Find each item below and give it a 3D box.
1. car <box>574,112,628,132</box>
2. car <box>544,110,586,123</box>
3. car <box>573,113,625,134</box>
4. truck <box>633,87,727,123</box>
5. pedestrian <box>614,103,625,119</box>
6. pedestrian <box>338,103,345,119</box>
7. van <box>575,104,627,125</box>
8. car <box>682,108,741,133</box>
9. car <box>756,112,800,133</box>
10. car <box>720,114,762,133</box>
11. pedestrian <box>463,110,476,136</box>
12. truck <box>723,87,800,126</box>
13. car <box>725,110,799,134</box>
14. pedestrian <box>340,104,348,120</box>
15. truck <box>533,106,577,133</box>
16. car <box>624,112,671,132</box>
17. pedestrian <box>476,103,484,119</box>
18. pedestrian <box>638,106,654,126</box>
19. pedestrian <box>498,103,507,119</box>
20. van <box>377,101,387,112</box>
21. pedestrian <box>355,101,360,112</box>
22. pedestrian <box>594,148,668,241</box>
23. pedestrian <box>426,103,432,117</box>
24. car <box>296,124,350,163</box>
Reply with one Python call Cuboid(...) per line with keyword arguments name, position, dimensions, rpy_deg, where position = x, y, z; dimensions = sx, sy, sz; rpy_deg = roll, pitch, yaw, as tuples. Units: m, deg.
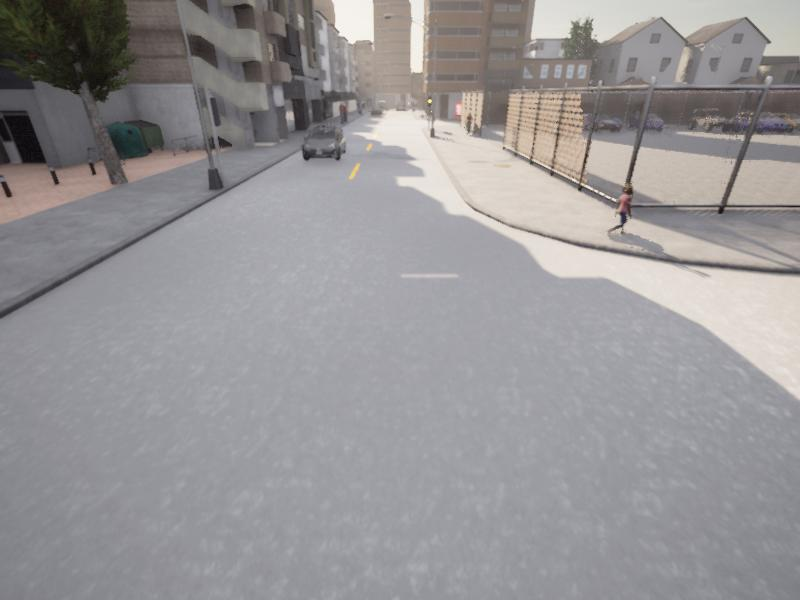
Cuboid(name="car", position=(18.149, -16.133, 36.219), dimensions=(3.705, 1.547, 1.789), rpy_deg=(0, 27, 0))
Cuboid(name="car", position=(20.226, -22.656, 49.275), dimensions=(4.181, 1.385, 1.994), rpy_deg=(0, 27, 0))
Cuboid(name="car", position=(17.922, -16.142, 36.394), dimensions=(2.033, 1.415, 5.357), rpy_deg=(0, 27, 0))
Cuboid(name="truck", position=(33.868, -23.722, 48.705), dimensions=(8.468, 3.827, 2.891), rpy_deg=(0, 27, 0))
Cuboid(name="pedestrian", position=(29.738, -25.619, 54.244), dimensions=(0.751, 1.860, 0.751), rpy_deg=(5, 28, 10))
Cuboid(name="pedestrian", position=(-7.802, -25.321, 53.582), dimensions=(0.751, 1.860, 0.751), rpy_deg=(0, 27, -1))
Cuboid(name="van", position=(22.796, -21.117, 45.556), dimensions=(4.480, 2.038, 2.069), rpy_deg=(0, 27, 0))
Cuboid(name="car", position=(27.718, -16.096, 35.817), dimensions=(1.905, 1.878, 3.866), rpy_deg=(0, 27, 0))
Cuboid(name="car", position=(35.181, -16.149, 36.317), dimensions=(1.816, 1.474, 4.193), rpy_deg=(0, 27, 0))
Cuboid(name="car", position=(29.877, -15.511, 35.141), dimensions=(1.481, 1.379, 2.207), rpy_deg=(0, 27, 0))
Cuboid(name="pedestrian", position=(5.354, -13.738, 31.066), dimensions=(0.751, 1.860, 0.751), rpy_deg=(0, 27, 0))
Cuboid(name="truck", position=(42.373, -21.870, 45.117), dimensions=(8.468, 3.827, 2.891), rpy_deg=(0, 27, 0))
Cuboid(name="car", position=(32.008, -15.879, 35.634), dimensions=(2.242, 1.667, 4.611), rpy_deg=(0, 27, 0))
Cuboid(name="pedestrian", position=(-7.144, -24.163, 51.330), dimensions=(0.751, 1.860, 0.751), rpy_deg=(2, 27, 3))
Cuboid(name="truck", position=(13.963, -16.502, 36.403), dimensions=(2.069, 2.038, 4.478), rpy_deg=(0, 27, 0))
Cuboid(name="car", position=(22.602, -16.377, 36.727), dimensions=(1.845, 1.501, 3.633), rpy_deg=(0, 27, 0))
Cuboid(name="pedestrian", position=(10.620, -24.972, 52.924), dimensions=(0.751, 1.860, 0.751), rpy_deg=(-2, 27, -4))
Cuboid(name="pedestrian", position=(25.898, -19.390, 42.110), dimensions=(0.751, 1.860, 0.751), rpy_deg=(-3, 27, -6))
Cuboid(name="pedestrian", position=(13.687, -25.294, 53.559), dimensions=(0.751, 1.860, 0.751), rpy_deg=(-5, 28, -10))
Cuboid(name="van", position=(-3.843, -41.948, 86.528), dimensions=(2.069, 2.038, 4.480), rpy_deg=(0, 27, 0))
Cuboid(name="pedestrian", position=(-8.046, -36.472, 75.288), dimensions=(0.751, 1.860, 0.751), rpy_deg=(0, 27, 1))
Cuboid(name="pedestrian", position=(5.029, -2.328, 8.834), dimensions=(0.751, 1.860, 0.751), rpy_deg=(-1, 27, -1))
Cuboid(name="pedestrian", position=(4.101, -27.128, 57.107), dimensions=(0.751, 1.860, 0.751), rpy_deg=(0, 27, 0))
Cuboid(name="car", position=(-3.989, -8.526, 21.543), dimensions=(2.007, 1.525, 4.514), rpy_deg=(0, 27, 0))
